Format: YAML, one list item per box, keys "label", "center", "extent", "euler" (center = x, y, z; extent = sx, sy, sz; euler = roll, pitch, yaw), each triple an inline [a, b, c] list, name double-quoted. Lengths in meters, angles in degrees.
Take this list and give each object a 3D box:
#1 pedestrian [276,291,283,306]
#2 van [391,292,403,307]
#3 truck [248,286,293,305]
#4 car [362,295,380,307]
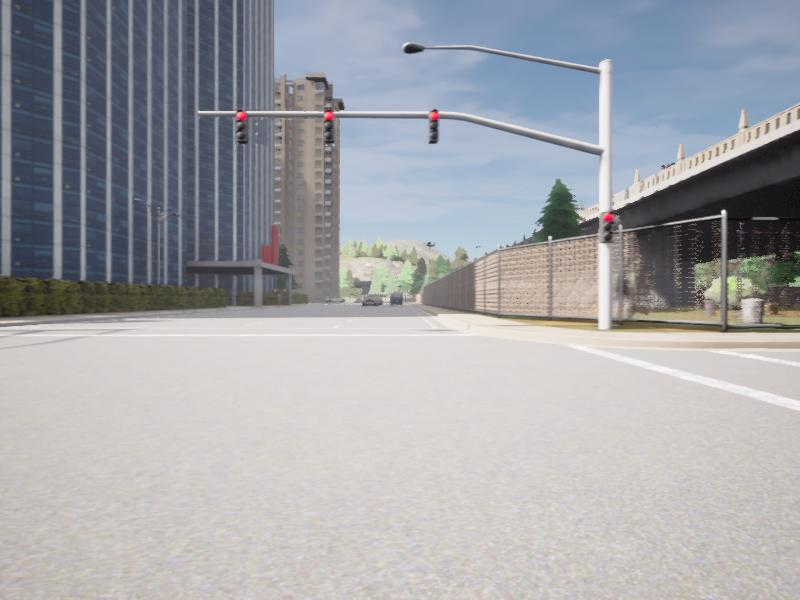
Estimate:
- label: "pedestrian"
  center: [-15.628, -0.178, 51.833]
  extent: [0.751, 1.860, 0.751]
  euler: [0, 0, -1]
- label: "van"
  center: [-0.415, -0.062, 58.297]
  extent: [1.775, 1.987, 4.442]
  euler: [0, 0, 0]
- label: "truck"
  center: [-27.069, -0.954, 83.603]
  extent: [8.468, 3.827, 2.891]
  euler: [0, 0, 0]
- label: "car"
  center: [-3.922, 0.167, 54.273]
  extent: [2.038, 1.542, 4.974]
  euler: [0, 0, 0]
